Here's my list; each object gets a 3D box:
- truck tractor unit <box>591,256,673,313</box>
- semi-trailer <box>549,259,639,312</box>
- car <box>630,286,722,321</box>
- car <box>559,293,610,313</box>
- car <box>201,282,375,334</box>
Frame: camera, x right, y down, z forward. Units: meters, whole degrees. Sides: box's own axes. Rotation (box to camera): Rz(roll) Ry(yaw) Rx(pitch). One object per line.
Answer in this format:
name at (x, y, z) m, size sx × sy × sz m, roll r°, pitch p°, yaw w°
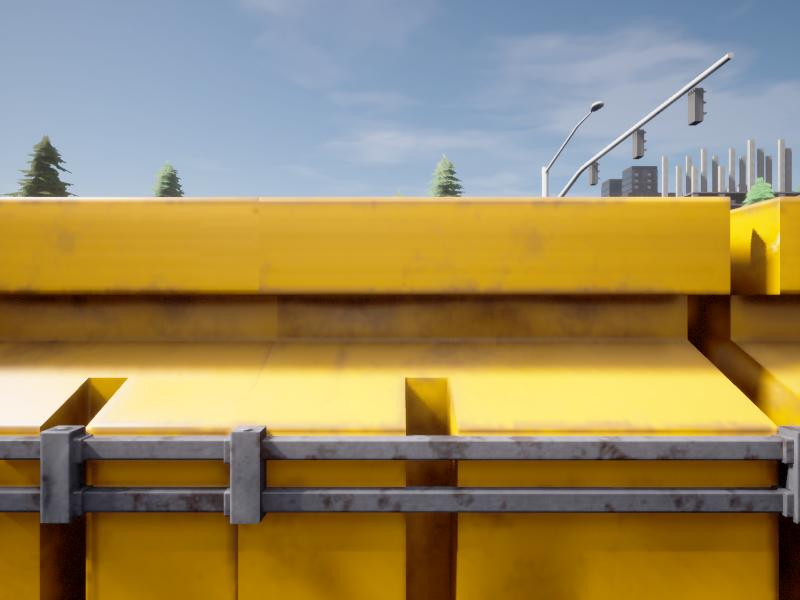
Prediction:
truck tractor unit at (18.584, -1.128, 32.633) m, size 3.053 × 4.208 × 6.516 m, roll 0°, pitch 0°, yaw 2°
semi-trailer at (18.870, -1.222, 40.540) m, size 2.717 × 4.402 × 14.254 m, roll 0°, pitch 0°, yaw 2°
car at (14.379, 0.168, 21.278) m, size 1.930 × 1.638 × 5.238 m, roll 0°, pitch 0°, yaw 9°
car at (15.102, 0.223, 33.138) m, size 2.038 × 1.542 × 4.974 m, roll 0°, pitch 0°, yaw 2°
car at (-3.321, 0.238, 12.663) m, size 4.902 × 1.511 × 2.128 m, roll 0°, pitch 0°, yaw 0°
